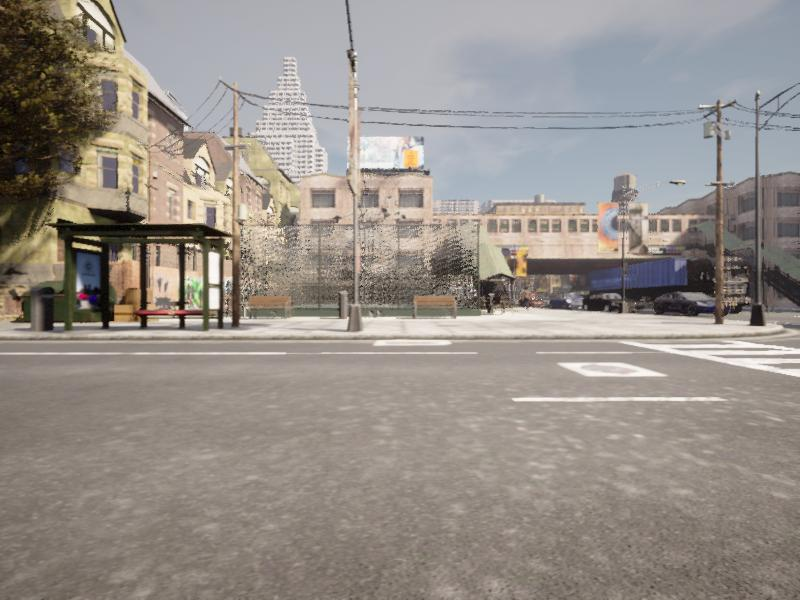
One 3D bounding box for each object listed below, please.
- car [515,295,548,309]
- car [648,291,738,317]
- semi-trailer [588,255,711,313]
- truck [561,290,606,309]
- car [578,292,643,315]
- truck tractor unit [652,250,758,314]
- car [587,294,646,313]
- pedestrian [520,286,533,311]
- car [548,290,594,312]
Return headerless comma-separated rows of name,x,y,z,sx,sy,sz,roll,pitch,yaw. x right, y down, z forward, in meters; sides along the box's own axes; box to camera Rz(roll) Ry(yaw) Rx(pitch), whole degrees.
car,15.174,0.207,46.439,2.231,1.521,4.892,0,0,0
car,18.087,0.230,25.060,2.163,1.488,4.792,0,0,0
semi-trailer,22.318,-1.245,37.555,2.717,4.402,14.254,0,0,0
truck,21.693,-0.059,47.669,2.390,2.098,6.274,0,0,0
car,15.204,0.206,29.238,2.097,1.535,5.008,0,0,0
truck tractor unit,22.162,-1.151,29.647,3.053,4.208,6.516,0,0,3
car,18.123,0.273,33.835,2.033,1.411,5.357,0,0,0
pedestrian,9.444,-0.126,29.840,0.751,1.860,0.751,0,0,1
car,15.092,0.080,35.664,2.185,1.767,4.553,0,0,0
